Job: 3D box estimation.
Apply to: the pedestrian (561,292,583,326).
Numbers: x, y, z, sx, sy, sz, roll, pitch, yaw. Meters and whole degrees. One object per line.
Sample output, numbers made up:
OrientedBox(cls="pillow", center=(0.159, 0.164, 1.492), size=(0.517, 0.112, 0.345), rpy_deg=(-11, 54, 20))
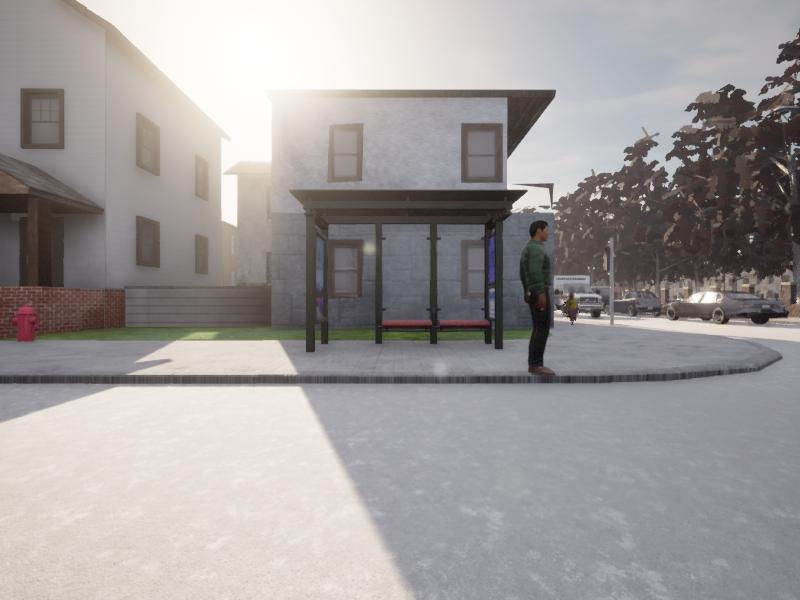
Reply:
OrientedBox(cls="pedestrian", center=(5.667, 0.305, 13.208), size=(0.500, 1.100, 0.500), rpy_deg=(0, 0, 0))

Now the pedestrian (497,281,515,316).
OrientedBox(cls="pedestrian", center=(5.700, -0.067, 21.591), size=(0.751, 1.860, 0.751), rpy_deg=(0, 0, -3))

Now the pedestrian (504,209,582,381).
OrientedBox(cls="pedestrian", center=(1.661, -0.054, 4.766), size=(0.751, 1.860, 0.751), rpy_deg=(0, 0, 9))

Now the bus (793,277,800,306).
OrientedBox(cls="bus", center=(59.493, -1.144, 53.372), size=(3.944, 4.253, 10.273), rpy_deg=(0, 1, 0))

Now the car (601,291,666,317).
OrientedBox(cls="car", center=(14.194, 0.227, 24.567), size=(1.845, 1.501, 3.633), rpy_deg=(0, 0, -1))

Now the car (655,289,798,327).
OrientedBox(cls="car", center=(13.945, 0.295, 17.673), size=(2.033, 1.411, 5.357), rpy_deg=(0, 0, 2))

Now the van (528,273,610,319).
OrientedBox(cls="van", center=(10.047, -0.222, 24.568), size=(2.351, 2.431, 6.366), rpy_deg=(0, 0, 0))

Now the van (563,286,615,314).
OrientedBox(cls="van", center=(14.274, -0.002, 30.573), size=(1.775, 1.987, 4.442), rpy_deg=(0, 0, -2))
